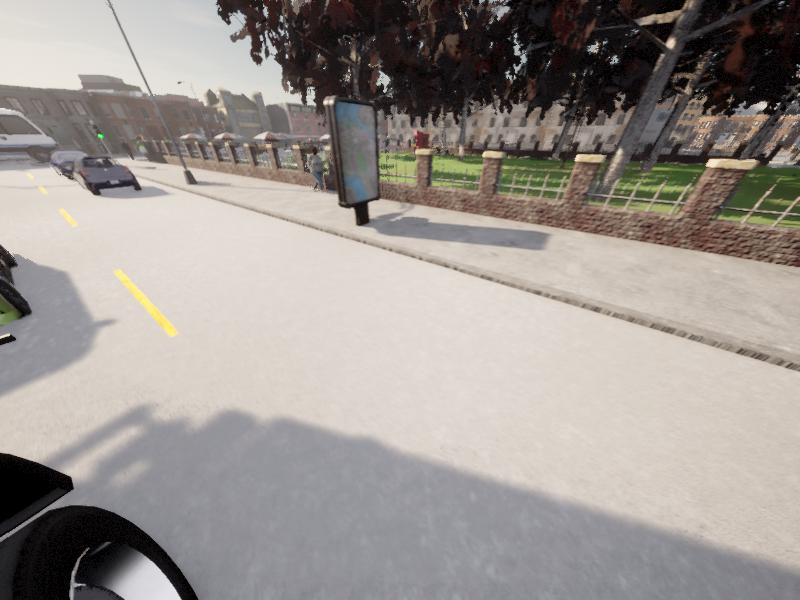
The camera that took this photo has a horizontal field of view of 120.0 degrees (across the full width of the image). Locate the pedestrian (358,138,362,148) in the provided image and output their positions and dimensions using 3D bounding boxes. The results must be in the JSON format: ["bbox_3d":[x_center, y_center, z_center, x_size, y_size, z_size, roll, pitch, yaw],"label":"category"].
[{"bbox_3d":[-9.874,-39.001,57.360,0.751,1.860,0.751,-1,35,-1],"label":"pedestrian"}]

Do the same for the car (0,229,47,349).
[{"bbox_3d":[-7.370,-0.453,3.174,4.514,1.525,2.007,22,41,28],"label":"car"}]

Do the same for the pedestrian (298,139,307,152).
[{"bbox_3d":[-16.137,-25.651,38.360,0.751,1.860,0.751,18,39,24],"label":"pedestrian"}]

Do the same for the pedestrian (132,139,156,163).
[{"bbox_3d":[-24.574,-14.325,22.204,0.751,1.860,0.751,24,41,29],"label":"pedestrian"}]

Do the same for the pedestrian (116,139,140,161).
[{"bbox_3d":[-27.372,-15.075,23.246,0.751,1.860,0.751,25,42,31],"label":"pedestrian"}]

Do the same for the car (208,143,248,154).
[{"bbox_3d":[-27.744,-24.587,37.473,1.895,1.301,4.718,22,41,28],"label":"car"}]

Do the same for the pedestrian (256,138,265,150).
[{"bbox_3d":[-27.683,-30.928,45.762,0.751,1.860,0.751,18,39,24],"label":"pedestrian"}]

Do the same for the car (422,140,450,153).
[{"bbox_3d":[6.838,-29.441,44.118,4.605,1.855,1.932,23,41,27],"label":"car"}]

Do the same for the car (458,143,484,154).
[{"bbox_3d":[12.607,-26.908,40.925,3.806,1.475,1.970,22,41,28],"label":"car"}]

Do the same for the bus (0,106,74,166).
[{"bbox_3d":[-37.509,-13.870,19.625,3.944,4.253,10.273,22,41,28],"label":"bus"}]

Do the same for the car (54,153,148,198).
[{"bbox_3d":[-14.509,-6.169,11.230,3.633,1.501,1.845,22,41,28],"label":"car"}]

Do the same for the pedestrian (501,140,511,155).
[{"bbox_3d":[16.017,-22.957,34.787,0.751,1.860,0.751,26,43,32],"label":"pedestrian"}]

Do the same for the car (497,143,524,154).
[{"bbox_3d":[19.549,-26.944,40.983,3.633,1.501,1.845,22,41,28],"label":"car"}]

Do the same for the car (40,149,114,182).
[{"bbox_3d":[-21.106,-8.858,15.070,4.674,1.442,1.812,22,40,27],"label":"car"}]

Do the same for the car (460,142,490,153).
[{"bbox_3d":[14.249,-29.075,43.984,4.902,1.511,2.128,22,41,28],"label":"car"}]

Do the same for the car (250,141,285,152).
[{"bbox_3d":[-23.927,-27.851,41.925,1.882,1.535,5.008,22,41,28],"label":"car"}]

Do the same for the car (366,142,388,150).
[{"bbox_3d":[-5.377,-36.331,54.560,4.514,1.525,2.007,7,36,10],"label":"car"}]

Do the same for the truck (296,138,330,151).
[{"bbox_3d":[-18.185,-32.780,48.568,2.390,2.098,6.274,22,41,28],"label":"truck"}]

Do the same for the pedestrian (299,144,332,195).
[{"bbox_3d":[-3.714,-5.792,10.268,0.751,1.860,0.751,22,41,28],"label":"pedestrian"}]
